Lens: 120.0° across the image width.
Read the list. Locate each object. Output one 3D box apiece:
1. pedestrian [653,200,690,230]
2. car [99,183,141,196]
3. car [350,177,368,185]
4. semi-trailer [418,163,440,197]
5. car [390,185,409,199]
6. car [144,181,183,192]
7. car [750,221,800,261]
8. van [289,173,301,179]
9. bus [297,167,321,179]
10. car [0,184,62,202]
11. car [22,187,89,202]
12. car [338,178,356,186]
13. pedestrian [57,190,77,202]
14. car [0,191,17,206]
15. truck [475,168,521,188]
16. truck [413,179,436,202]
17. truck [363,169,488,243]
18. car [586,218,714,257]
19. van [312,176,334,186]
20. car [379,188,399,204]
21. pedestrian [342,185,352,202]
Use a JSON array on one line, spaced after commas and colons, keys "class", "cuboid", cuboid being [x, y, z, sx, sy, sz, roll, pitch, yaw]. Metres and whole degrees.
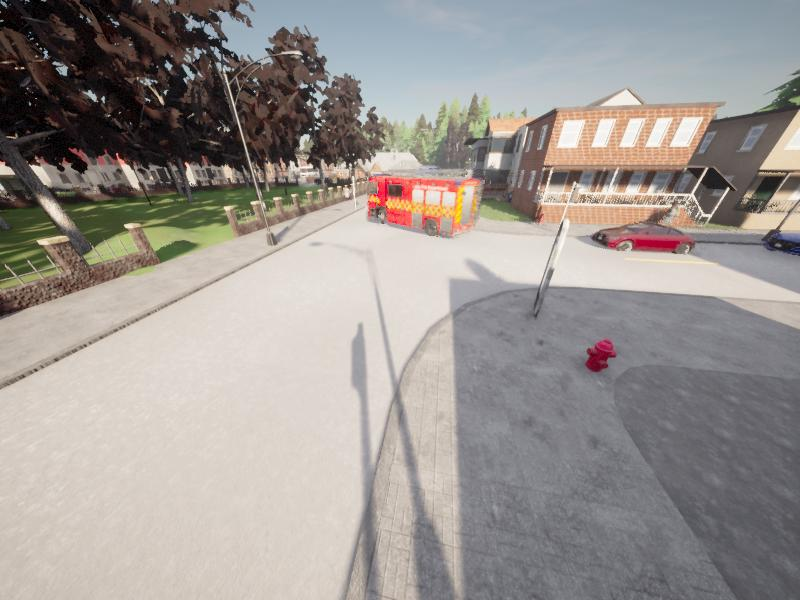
[{"class": "pedestrian", "cuboid": [19.122, -6.030, 16.316, 0.751, 1.860, 0.751, 6, 31, 10]}, {"class": "car", "cuboid": [-45.449, -17.993, 37.616, 1.789, 1.549, 3.705, 5, 30, 9]}, {"class": "car", "cuboid": [-10.497, -30.750, 59.660, 3.988, 1.617, 1.851, 5, 30, 9]}, {"class": "semi-trailer", "cuboid": [5.377, -21.466, 40.768, 2.717, 4.402, 14.254, 5, 30, 8]}, {"class": "car", "cuboid": [-0.005, -16.512, 35.211, 2.033, 1.411, 5.357, 5, 30, 8]}, {"class": "car", "cuboid": [-44.278, -21.282, 43.373, 1.837, 1.490, 4.892, 5, 30, 8]}, {"class": "car", "cuboid": [21.890, -2.822, 11.356, 5.008, 1.535, 1.882, 5, 30, 9]}, {"class": "van", "cuboid": [-39.464, -46.703, 86.912, 1.775, 1.987, 4.442, 5, 30, 9]}, {"class": "bus", "cuboid": [-37.411, -52.898, 95.808, 3.944, 4.253, 10.273, 5, 30, 9]}, {"class": "car", "cuboid": [-50.686, -14.805, 31.757, 1.905, 1.878, 3.866, 5, 30, 9]}, {"class": "car", "cuboid": [-46.697, -14.440, 31.490, 2.007, 1.525, 4.514, 5, 30, 9]}, {"class": "car", "cuboid": [-12.908, -28.897, 56.527, 3.633, 1.501, 1.845, 5, 30, 9]}, {"class": "pedestrian", "cuboid": [-42.252, -13.202, 29.314, 0.751, 1.300, 0.751, 5, 30, 9]}, {"class": "car", "cuboid": [-47.776, -11.353, 26.194, 1.970, 1.475, 3.806, 5, 30, 9]}, {"class": "truck", "cuboid": [21.315, -27.026, 50.994, 8.468, 3.827, 2.891, 5, 30, 9]}, {"class": "truck", "cuboid": [3.503, -15.291, 31.995, 2.627, 2.467, 5.204, 5, 29, 9]}, {"class": "truck", "cuboid": [1.276, -7.150, 16.565, 2.891, 3.827, 8.468, -27, 39, -37]}, {"class": "car", "cuboid": [13.335, -3.504, 12.708, 4.181, 1.385, 1.994, 5, 30, 9]}, {"class": "van", "cuboid": [-19.021, -29.661, 57.340, 4.480, 2.038, 2.069, 5, 30, 9]}, {"class": "car", "cuboid": [-1.281, -13.276, 29.471, 1.845, 1.501, 3.633, 4, 30, 7]}, {"class": "pedestrian", "cuboid": [-6.632, -13.253, 28.844, 0.751, 1.860, 0.751, 5, 30, 8]}]
